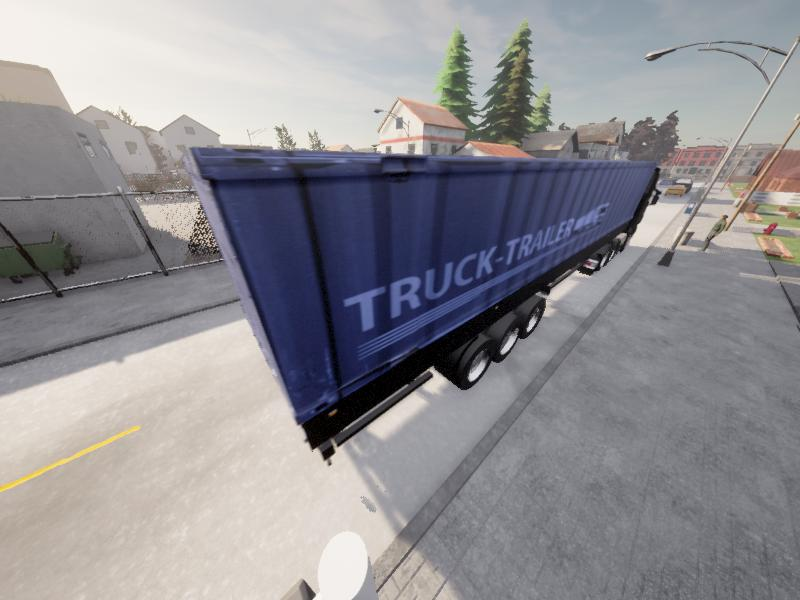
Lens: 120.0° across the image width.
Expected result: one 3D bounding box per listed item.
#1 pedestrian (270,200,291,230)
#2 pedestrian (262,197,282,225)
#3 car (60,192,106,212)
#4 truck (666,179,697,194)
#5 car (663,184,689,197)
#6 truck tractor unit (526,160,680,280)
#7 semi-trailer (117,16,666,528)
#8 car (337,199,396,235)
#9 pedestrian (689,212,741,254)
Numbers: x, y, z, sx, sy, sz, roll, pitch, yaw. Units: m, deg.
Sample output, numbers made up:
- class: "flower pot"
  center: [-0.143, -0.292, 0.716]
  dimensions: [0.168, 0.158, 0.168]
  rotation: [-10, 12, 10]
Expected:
- class: "pedestrian"
  center: [-8.428, -6.015, 16.289]
  dimensions: [0.751, 1.860, 0.751]
  rotation: [-23, 37, -34]
- class: "pedestrian"
  center: [-9.749, -6.811, 17.669]
  dimensions: [0.751, 1.860, 0.751]
  rotation: [-23, 37, -34]
- class: "car"
  center: [-33.330, -10.450, 24.440]
  dimensions: [1.816, 1.474, 4.193]
  rotation: [-23, 37, -34]
- class: "truck"
  center: [49.349, -19.950, 40.461]
  dimensions: [6.274, 2.098, 2.390]
  rotation: [-23, 37, -34]
- class: "car"
  center: [43.629, -17.307, 36.445]
  dimensions: [5.008, 1.535, 1.882]
  rotation: [-23, 37, -34]
- class: "truck tractor unit"
  center: [9.733, -4.265, 11.169]
  dimensions: [6.516, 4.208, 3.053]
  rotation: [-23, 37, -34]
- class: "semi-trailer"
  center: [3.673, -1.807, 6.716]
  dimensions: [14.254, 4.402, 2.717]
  rotation: [-23, 37, -34]
- class: "car"
  center: [-2.617, -6.464, 17.571]
  dimensions: [2.033, 1.649, 4.856]
  rotation: [-23, 37, -34]
- class: "pedestrian"
  center: [16.017, -3.428, 11.827]
  dimensions: [0.751, 1.860, 0.751]
  rotation: [20, 35, 30]
